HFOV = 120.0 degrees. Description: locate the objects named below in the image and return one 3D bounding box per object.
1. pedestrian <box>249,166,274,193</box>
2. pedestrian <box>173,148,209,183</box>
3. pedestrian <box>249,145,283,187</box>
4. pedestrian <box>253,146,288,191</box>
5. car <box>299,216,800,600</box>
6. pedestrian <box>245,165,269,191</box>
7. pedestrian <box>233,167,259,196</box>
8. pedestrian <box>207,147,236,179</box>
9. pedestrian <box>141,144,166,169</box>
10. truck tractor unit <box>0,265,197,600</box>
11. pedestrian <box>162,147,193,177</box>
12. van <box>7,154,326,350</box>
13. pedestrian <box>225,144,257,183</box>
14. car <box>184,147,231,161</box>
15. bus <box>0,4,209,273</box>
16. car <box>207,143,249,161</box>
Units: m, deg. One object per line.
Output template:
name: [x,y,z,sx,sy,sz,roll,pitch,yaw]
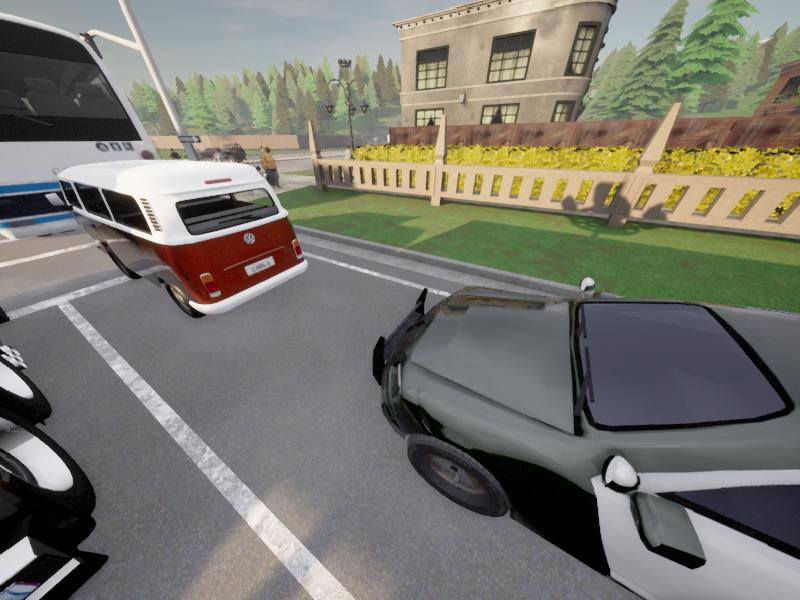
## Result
pedestrian: [-6.597,-5.748,11.024,0.500,1.100,0.500,16,38,21]
pedestrian: [-13.154,-8.487,14.606,0.751,1.860,0.751,13,37,18]
pedestrian: [-7.004,-7.037,12.137,0.751,1.860,0.751,12,37,16]
pedestrian: [-6.422,-6.584,11.557,0.751,1.860,0.751,21,40,28]
car: [2.106,0.843,1.431,4.974,1.542,2.038,18,39,24]
pedestrian: [-7.037,-6.005,11.396,0.500,1.100,0.500,4,35,6]
pedestrian: [-6.968,-5.378,10.495,0.500,1.100,0.500,-5,35,-7]
pedestrian: [-12.415,-9.545,16.127,0.751,1.860,0.751,17,39,24]
pedestrian: [-21.994,-12.823,20.628,0.751,1.860,0.751,25,42,31]
truck tractor unit: [-5.113,-0.299,0.778,6.516,4.208,3.053,18,39,24]
pedestrian: [-16.639,-10.366,17.329,0.751,1.860,0.751,15,38,21]
van: [-3.918,-1.327,4.144,4.480,2.038,2.069,18,39,24]
pedestrian: [-9.293,-7.985,13.533,0.751,1.860,0.751,21,40,28]
car: [-27.334,-20.944,32.998,1.812,1.442,4.674,18,39,25]
bus: [-11.418,-4.921,7.426,10.273,4.253,3.944,23,41,30]
car: [-23.769,-20.658,32.170,1.905,1.878,3.866,18,39,25]
